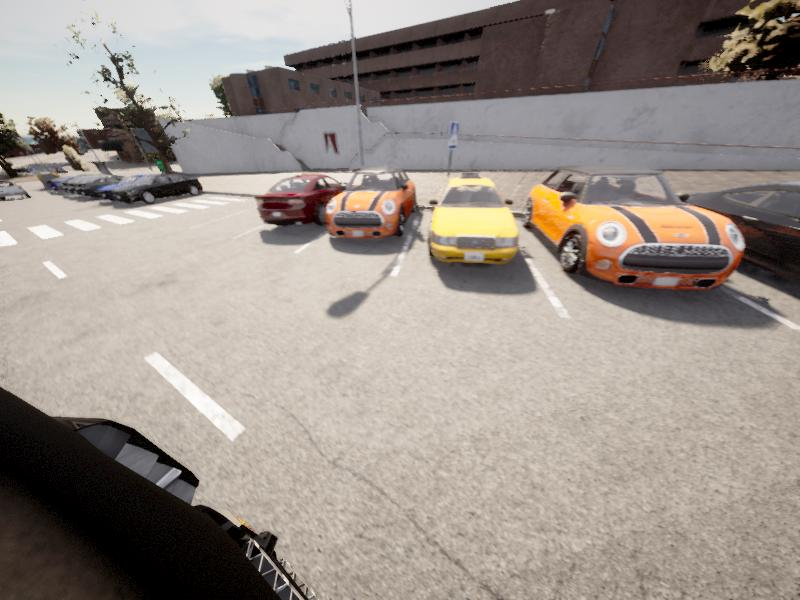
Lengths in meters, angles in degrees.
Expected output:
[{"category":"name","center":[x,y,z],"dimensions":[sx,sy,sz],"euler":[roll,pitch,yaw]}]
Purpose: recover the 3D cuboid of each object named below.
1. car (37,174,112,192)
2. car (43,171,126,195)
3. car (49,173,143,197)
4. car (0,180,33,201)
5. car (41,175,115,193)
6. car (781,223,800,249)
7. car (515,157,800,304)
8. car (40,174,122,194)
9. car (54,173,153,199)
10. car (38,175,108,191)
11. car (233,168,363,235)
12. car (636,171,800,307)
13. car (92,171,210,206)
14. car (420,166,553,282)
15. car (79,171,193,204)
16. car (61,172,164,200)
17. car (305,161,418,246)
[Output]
[{"category":"car","center":[-41.194,-14.953,29.466],"dimensions":[2.231,1.521,4.892],"euler":[6,33,14]},{"category":"car","center":[-33.836,-12.761,25.058],"dimensions":[2.185,1.767,4.553],"euler":[5,33,13]},{"category":"car","center":[-28.869,-11.149,22.280],"dimensions":[2.231,1.521,4.892],"euler":[4,33,12]},{"category":"car","center":[-38.798,-10.942,22.970],"dimensions":[3.633,1.501,1.845],"euler":[17,38,29]},{"category":"car","center":[-38.747,-14.138,28.015],"dimensions":[2.002,1.452,4.674],"euler":[6,33,14]},{"category":"car","center":[9.542,-0.568,2.321],"dimensions":[2.435,2.045,5.566],"euler":[4,33,9]},{"category":"car","center":[4.402,-1.984,5.030],"dimensions":[2.185,1.767,4.553],"euler":[4,33,9]},{"category":"car","center":[-36.307,-13.397,26.532],"dimensions":[2.097,1.535,5.008],"euler":[5,33,13]},{"category":"car","center":[-26.357,-10.424,20.901],"dimensions":[2.231,1.521,4.892],"euler":[4,33,12]},{"category":"car","center":[-43.601,-15.745,31.009],"dimensions":[2.163,1.488,4.792],"euler":[6,33,15]},{"category":"car","center":[-3.325,-4.056,8.976],"dimensions":[2.097,1.535,5.008],"euler":[4,33,10]},{"category":"car","center":[6.976,-1.089,3.799],"dimensions":[2.002,1.452,4.674],"euler":[4,33,9]},{"category":"car","center":[-16.175,-7.621,15.560],"dimensions":[2.097,1.535,5.008],"euler":[4,33,10]},{"category":"car","center":[1.800,-2.503,6.215],"dimensions":[1.946,1.575,5.366],"euler":[4,33,9]},{"category":"car","center":[-18.733,-8.318,16.882],"dimensions":[2.097,1.535,5.008],"euler":[4,33,10]},{"category":"car","center":[-23.829,-9.709,19.540],"dimensions":[2.231,1.521,4.892],"euler":[4,33,11]},{"category":"car","center":[-0.744,-3.455,7.633],"dimensions":[2.185,1.767,4.553],"euler":[4,33,10]}]
